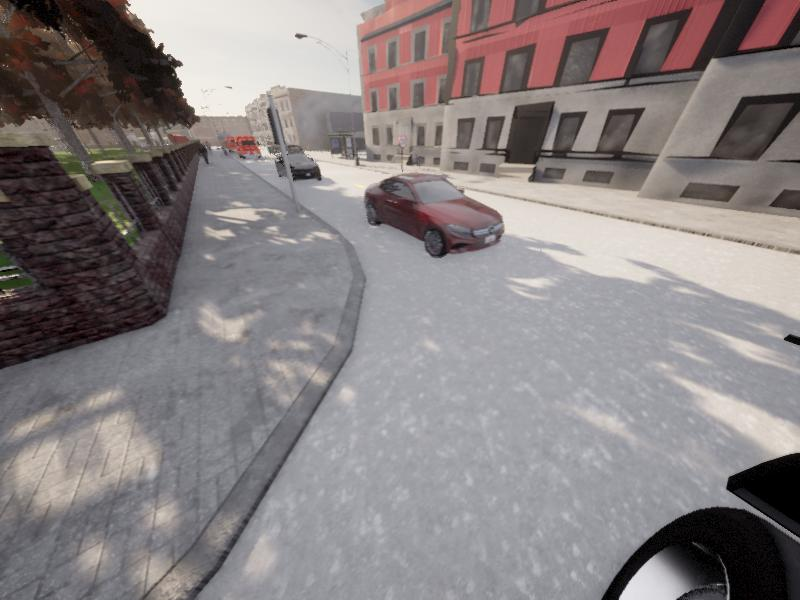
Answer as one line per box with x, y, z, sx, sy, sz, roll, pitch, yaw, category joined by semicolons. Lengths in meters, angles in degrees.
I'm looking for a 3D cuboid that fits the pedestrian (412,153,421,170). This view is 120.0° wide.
1.307;-10.988;18.298;0.500;1.100;0.500;-16;38;-21;pedestrian

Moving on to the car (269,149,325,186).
-6.789;-8.735;15.010;1.882;1.535;5.008;-22;41;-28;car

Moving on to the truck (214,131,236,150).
-45.147;-41.086;59.565;2.891;3.827;8.468;-22;41;-28;truck

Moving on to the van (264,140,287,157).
-18.541;-22.648;34.438;1.775;1.987;4.442;-22;41;-28;van

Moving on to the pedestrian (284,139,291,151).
-21.583;-29.690;44.332;0.751;1.860;0.751;-22;41;-27;pedestrian

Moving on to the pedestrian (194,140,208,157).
-27.977;-21.293;32.475;0.751;1.860;0.751;-24;41;-29;pedestrian

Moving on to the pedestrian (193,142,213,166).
-18.539;-13.819;21.806;0.751;1.860;0.751;-22;40;-27;pedestrian

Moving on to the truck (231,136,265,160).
-20.031;-20.053;30.350;2.627;2.467;5.204;-22;41;-27;truck

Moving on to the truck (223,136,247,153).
-30.549;-28.702;42.701;2.627;2.467;5.204;-22;40;-28;truck

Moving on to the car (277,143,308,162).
-13.252;-18.137;28.313;2.033;1.649;4.856;-22;41;-28;car

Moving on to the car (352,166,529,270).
0.597;-2.608;6.347;1.812;1.442;4.674;-22;40;-28;car

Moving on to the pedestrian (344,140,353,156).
-7.359;-21.877;33.230;0.751;1.860;0.751;22;41;28;pedestrian

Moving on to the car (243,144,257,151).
-35.648;-36.281;54.867;1.895;1.301;4.718;-22;41;-28;car

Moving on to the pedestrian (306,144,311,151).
-17.547;-29.172;44.311;0.500;1.100;0.500;-8;36;-10;pedestrian
